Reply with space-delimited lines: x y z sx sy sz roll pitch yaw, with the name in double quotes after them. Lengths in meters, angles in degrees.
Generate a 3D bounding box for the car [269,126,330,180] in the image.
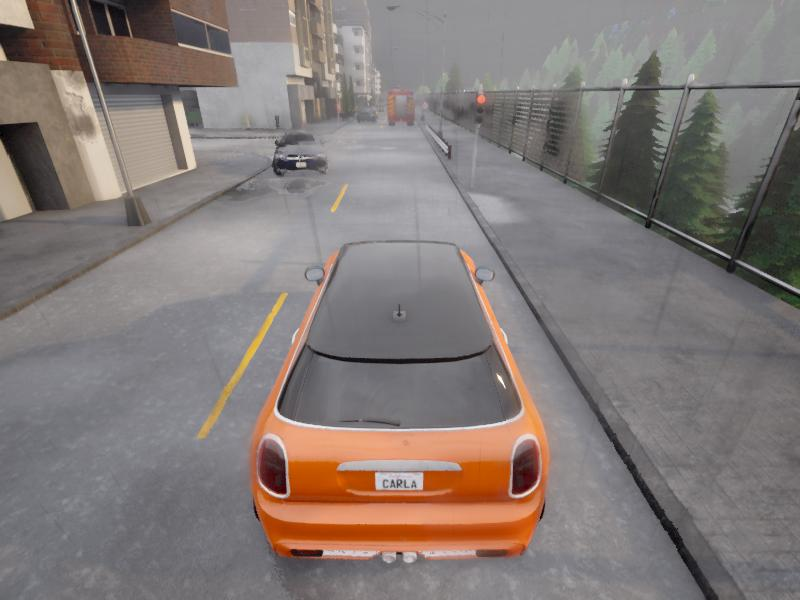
-4.421 -6.751 17.983 2.152 1.651 5.027 -5 28 -10 "car"

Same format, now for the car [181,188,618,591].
-0.002 0.156 4.348 2.097 1.767 4.553 0 27 0 "car"

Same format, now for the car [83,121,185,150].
-16.586 -10.367 25.163 4.892 1.490 1.837 0 27 1 "car"

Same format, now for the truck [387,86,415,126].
0.071 -22.397 46.033 2.891 3.827 8.468 0 27 0 "truck"

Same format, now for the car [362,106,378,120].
-3.999 -25.666 54.857 1.801 1.575 5.366 0 27 0 "car"

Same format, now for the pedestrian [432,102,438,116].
5.168 -28.348 59.487 0.751 1.860 0.751 -1 27 -1 "pedestrian"

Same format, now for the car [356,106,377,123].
-3.997 -22.510 48.475 2.097 1.767 4.553 0 27 0 "car"
